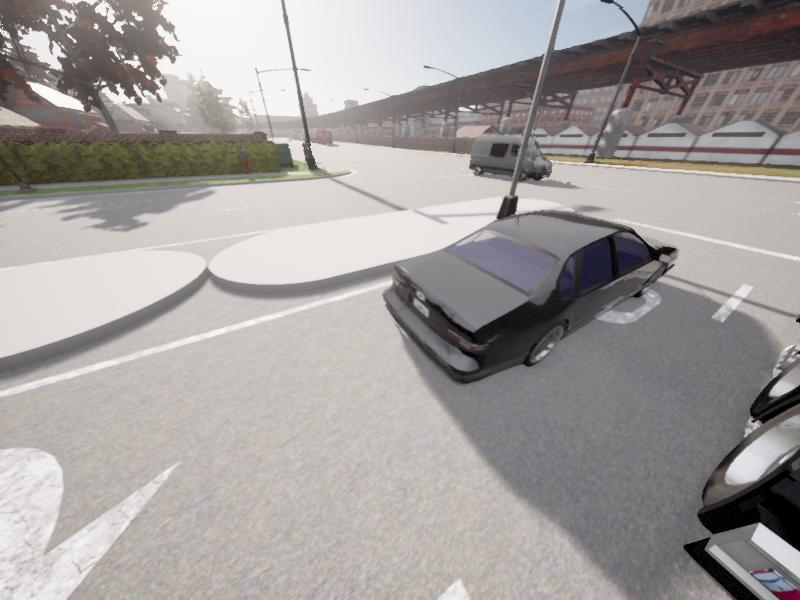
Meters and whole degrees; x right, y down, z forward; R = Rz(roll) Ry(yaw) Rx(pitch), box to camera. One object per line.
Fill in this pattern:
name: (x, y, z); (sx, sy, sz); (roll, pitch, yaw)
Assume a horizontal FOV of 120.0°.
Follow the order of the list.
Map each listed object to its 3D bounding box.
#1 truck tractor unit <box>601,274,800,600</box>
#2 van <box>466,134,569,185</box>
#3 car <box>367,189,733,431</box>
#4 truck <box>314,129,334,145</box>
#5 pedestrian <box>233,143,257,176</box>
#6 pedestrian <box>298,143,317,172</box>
truck tractor unit: (5.124, -0.288, 0.756); (6.516, 4.208, 3.053); (-18, 39, -23)
van: (7.596, -9.879, 16.032); (1.988, 2.561, 5.915); (-18, 39, -24)
car: (2.412, -0.588, 3.645); (5.357, 1.411, 2.033); (-18, 39, -24)
truck: (-23.292, -49.886, 70.647); (2.891, 3.827, 8.468); (-18, 40, -24)
pedestrian: (-10.384, -9.445, 15.548); (0.751, 1.860, 0.751); (-20, 40, -26)
pedestrian: (-7.038, -10.842, 17.581); (0.751, 1.860, 0.751); (-23, 41, -30)
